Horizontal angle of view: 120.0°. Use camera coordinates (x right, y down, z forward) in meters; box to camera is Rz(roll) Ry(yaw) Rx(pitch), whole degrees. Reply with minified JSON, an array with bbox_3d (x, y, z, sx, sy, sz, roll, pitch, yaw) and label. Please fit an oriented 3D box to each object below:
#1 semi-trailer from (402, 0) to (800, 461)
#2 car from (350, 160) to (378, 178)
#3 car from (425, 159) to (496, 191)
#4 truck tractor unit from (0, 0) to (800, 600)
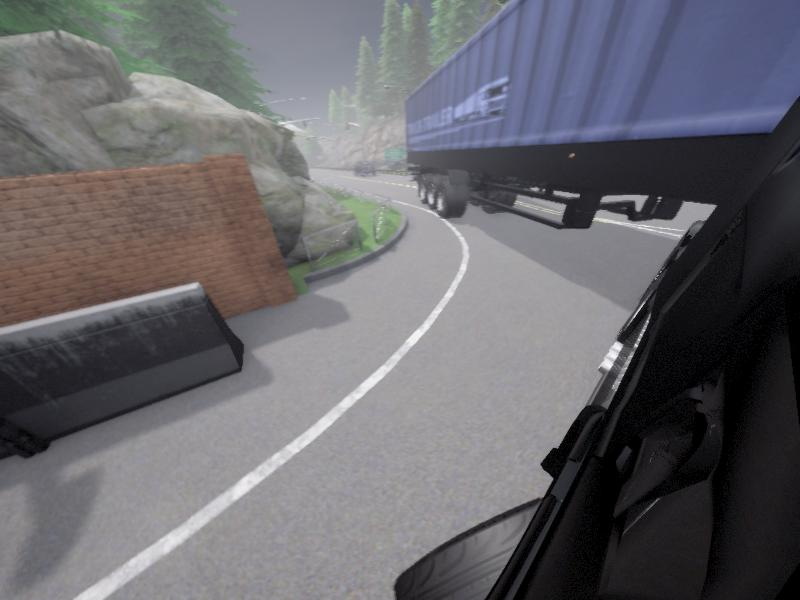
[{"bbox_3d":[2.915,-4.352,6.273,2.717,4.402,14.254,-8,33,-8],"label":"semi-trailer"},{"bbox_3d":[-4.304,-15.567,27.385,1.789,1.549,3.705,-19,35,-21],"label":"car"},{"bbox_3d":[3.587,-7.929,14.524,1.994,1.385,4.181,-19,35,-21],"label":"car"},{"bbox_3d":[2.645,-0.295,0.352,6.516,4.208,3.053,-28,44,-30],"label":"truck tractor unit"}]
